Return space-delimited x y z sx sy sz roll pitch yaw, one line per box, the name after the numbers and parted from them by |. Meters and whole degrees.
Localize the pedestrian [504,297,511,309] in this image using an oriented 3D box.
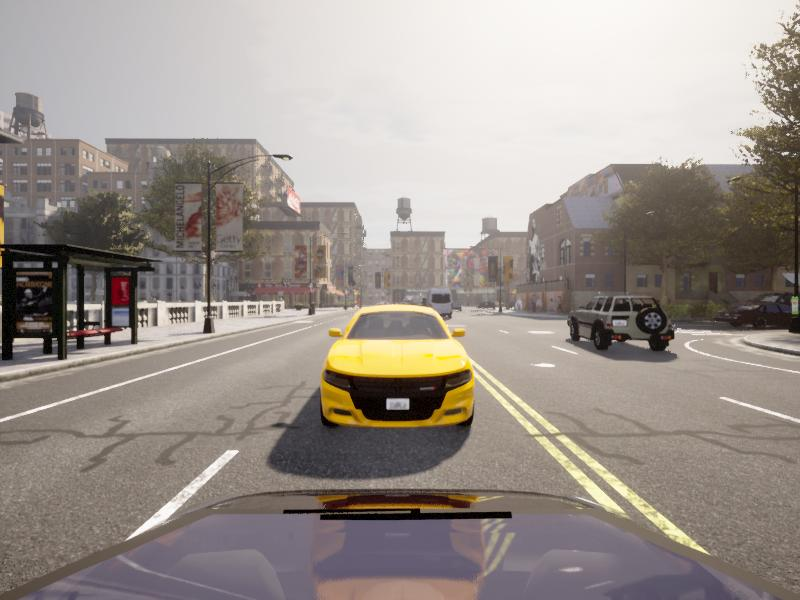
16.329 0.485 61.002 0.751 1.860 0.751 0 0 45 | pedestrian

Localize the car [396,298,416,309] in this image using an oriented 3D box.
1.149 0.654 70.803 1.932 1.855 4.605 0 0 24 | car

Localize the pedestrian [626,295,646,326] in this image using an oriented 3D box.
14.211 0.637 24.085 0.751 1.860 0.751 0 0 -2 | pedestrian

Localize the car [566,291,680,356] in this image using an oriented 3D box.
7.340 0.653 13.776 1.932 1.855 4.605 0 0 9 | car

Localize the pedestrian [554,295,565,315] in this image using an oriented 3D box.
15.247 0.485 38.205 0.751 1.860 0.751 0 0 45 | pedestrian

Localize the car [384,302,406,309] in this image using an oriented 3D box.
-0.871 0.939 73.950 1.895 1.301 4.718 0 0 30 | car

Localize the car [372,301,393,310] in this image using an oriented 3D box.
-3.026 0.864 68.639 2.002 1.452 4.674 0 0 20 | car

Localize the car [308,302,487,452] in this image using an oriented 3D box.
-0.052 0.823 6.707 1.882 1.535 5.008 0 0 -1 | car

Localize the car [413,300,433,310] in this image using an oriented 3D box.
3.996 0.841 68.577 2.007 1.525 4.514 0 0 23 | car

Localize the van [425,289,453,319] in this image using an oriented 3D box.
3.438 0.322 36.410 1.988 2.561 5.915 0 0 0 | van

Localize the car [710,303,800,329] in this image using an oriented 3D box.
21.381 0.895 23.088 5.357 1.411 2.033 0 0 0 | car

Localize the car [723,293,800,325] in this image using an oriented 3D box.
25.055 0.568 26.532 5.566 2.045 2.150 0 0 0 | car
